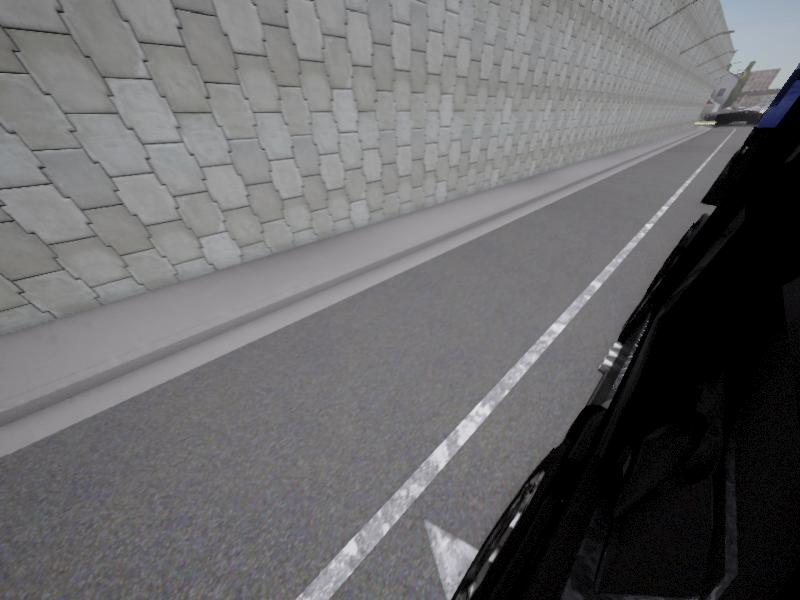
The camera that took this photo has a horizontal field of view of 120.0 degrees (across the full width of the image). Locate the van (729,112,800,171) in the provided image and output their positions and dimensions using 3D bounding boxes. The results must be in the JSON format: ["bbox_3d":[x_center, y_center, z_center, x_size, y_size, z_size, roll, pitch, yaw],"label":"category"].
[{"bbox_3d":[18.169,-7.751,11.149,4.442,1.987,1.775,-28,44,-30],"label":"van"}]

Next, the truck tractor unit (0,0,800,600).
[{"bbox_3d":[2.645,-0.295,0.351,6.516,4.208,3.053,-28,44,-30],"label":"truck tractor unit"}]

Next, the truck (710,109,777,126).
[{"bbox_3d":[62.820,-33.523,42.508,2.390,2.098,6.274,-11,38,-11],"label":"truck"}]

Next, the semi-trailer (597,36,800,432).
[{"bbox_3d":[8.738,-3.583,4.181,14.254,4.402,2.717,-28,44,-29],"label":"semi-trailer"}]
